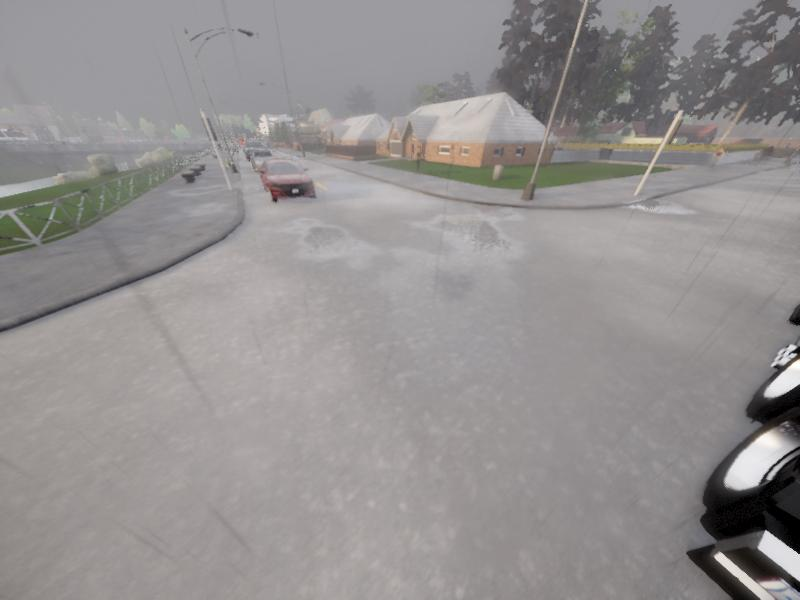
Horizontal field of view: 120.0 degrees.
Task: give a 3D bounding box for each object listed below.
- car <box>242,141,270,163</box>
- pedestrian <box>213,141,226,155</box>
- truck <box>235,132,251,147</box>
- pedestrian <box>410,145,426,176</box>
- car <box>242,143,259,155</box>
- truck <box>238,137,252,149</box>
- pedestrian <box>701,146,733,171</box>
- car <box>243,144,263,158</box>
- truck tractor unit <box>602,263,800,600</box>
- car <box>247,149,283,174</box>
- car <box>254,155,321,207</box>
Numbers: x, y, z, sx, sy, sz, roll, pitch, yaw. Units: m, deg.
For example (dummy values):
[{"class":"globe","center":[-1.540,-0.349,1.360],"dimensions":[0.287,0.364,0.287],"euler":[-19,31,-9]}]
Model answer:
[{"class":"car","center":[-17.703,-18.199,28.223],"dimensions":[2.150,2.045,5.566],"euler":[-18,39,-24]},{"class":"pedestrian","center":[-28.611,-24.146,36.611],"dimensions":[0.751,1.860,0.751],"euler":[25,42,31]},{"class":"truck","center":[-49.734,-50.750,73.167],"dimensions":[2.891,3.827,8.468],"euler":[-18,39,-24]},{"class":"pedestrian","center":[1.287,-9.959,16.486],"dimensions":[0.751,1.860,0.751],"euler":[-19,39,-26]},{"class":"car","center":[-26.184,-26.413,40.405],"dimensions":[2.038,1.542,4.974],"euler":[-18,39,-24]},{"class":"truck","center":[-42.240,-42.750,62.924],"dimensions":[2.627,2.467,5.204],"euler":[-18,39,-24]},{"class":"pedestrian","center":[27.976,-12.522,20.413],"dimensions":[0.751,1.860,0.751],"euler":[-17,38,-23]},{"class":"car","center":[-21.319,-21.610,33.478],"dimensions":[1.851,1.617,3.988],"euler":[-18,39,-24]},{"class":"truck tractor unit","center":[5.109,-0.302,0.787],"dimensions":[6.516,4.208,3.053],"euler":[-18,39,-24]},{"class":"car","center":[-11.668,-11.991,19.806],"dimensions":[2.007,1.525,4.514],"euler":[-18,39,-24]},{"class":"car","center":[-5.548,-5.933,11.142],"dimensions":[1.882,1.535,5.008],"euler":[-18,39,-25]}]
